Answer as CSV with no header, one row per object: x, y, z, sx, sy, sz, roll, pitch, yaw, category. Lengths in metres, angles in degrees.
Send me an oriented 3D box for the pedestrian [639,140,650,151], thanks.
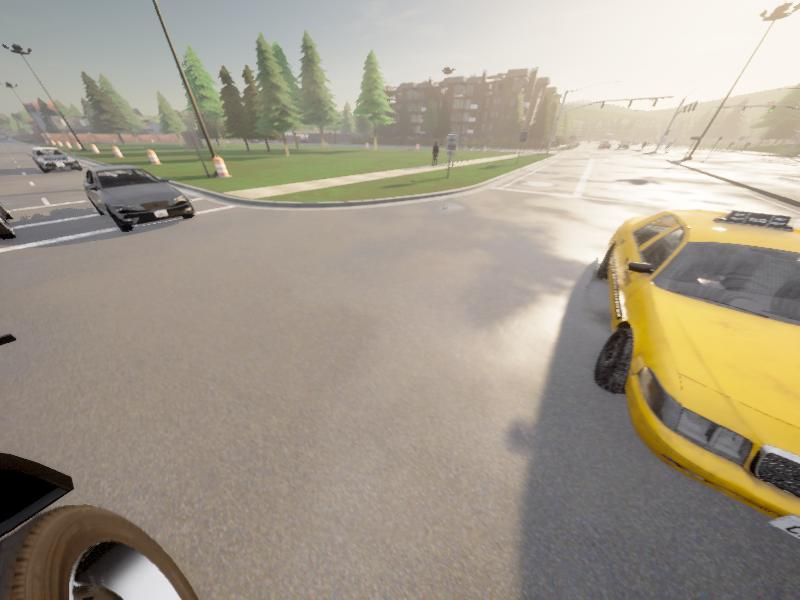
50.178,-31.775,47.467,0.751,1.860,0.751,-30,45,-35,pedestrian

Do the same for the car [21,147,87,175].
-25.570,-10.362,17.090,3.806,1.475,1.970,22,41,28,car

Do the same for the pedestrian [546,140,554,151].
32.308,-33.237,49.646,0.751,1.860,0.751,26,43,32,pedestrian

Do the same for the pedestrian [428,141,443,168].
2.904,-11.972,18.982,0.751,1.860,0.751,24,42,30,pedestrian

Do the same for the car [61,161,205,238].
-8.482,-3.389,7.357,4.193,1.474,1.816,22,41,28,car

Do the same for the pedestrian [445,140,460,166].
4.549,-12.805,20.177,0.751,1.860,0.751,25,42,31,pedestrian

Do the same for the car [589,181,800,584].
3.886,-0.197,2.852,1.801,1.575,5.366,23,41,28,car

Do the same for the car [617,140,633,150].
54.729,-37.726,56.240,1.905,1.878,3.866,22,41,28,car

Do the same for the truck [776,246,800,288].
7.502,0.007,1.818,2.627,2.467,5.204,23,41,28,truck

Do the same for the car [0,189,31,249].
-11.995,-2.381,5.863,4.902,1.511,2.128,22,41,28,car

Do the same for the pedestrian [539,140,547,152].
28.670,-30.850,46.231,0.751,1.860,0.751,24,41,30,pedestrian
